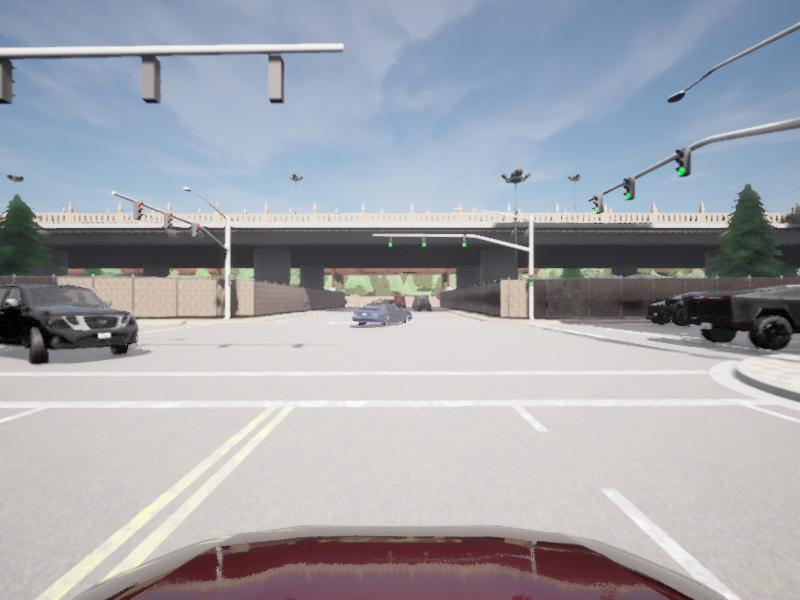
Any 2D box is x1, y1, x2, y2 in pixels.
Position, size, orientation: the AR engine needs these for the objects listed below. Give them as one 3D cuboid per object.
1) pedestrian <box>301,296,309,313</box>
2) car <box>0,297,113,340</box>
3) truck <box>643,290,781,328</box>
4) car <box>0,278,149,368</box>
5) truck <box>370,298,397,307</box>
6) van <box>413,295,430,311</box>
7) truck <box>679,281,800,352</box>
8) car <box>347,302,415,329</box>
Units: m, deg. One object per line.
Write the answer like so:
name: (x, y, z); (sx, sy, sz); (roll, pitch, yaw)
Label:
pedestrian: (-10.820, 0.519, 45.759); (0.751, 1.860, 0.751); (0, 0, 1)
car: (-15.174, 0.715, 16.781); (4.611, 1.667, 2.242); (0, 0, -3)
truck: (18.175, 0.505, 23.565); (6.274, 2.098, 2.390); (0, 0, 0)
car: (-9.905, 0.557, 11.312); (5.566, 2.045, 2.150); (0, -1, 26)
truck: (-4.178, 0.614, 100.111); (6.274, 2.098, 2.390); (0, 0, 27)
van: (3.427, 0.427, 65.255); (2.351, 2.431, 6.366); (0, 0, 0)
truck: (13.092, 0.494, 13.070); (6.274, 2.098, 2.390); (0, 0, 0)
car: (-1.033, 0.881, 25.127); (2.033, 1.411, 5.357); (0, 0, 24)
